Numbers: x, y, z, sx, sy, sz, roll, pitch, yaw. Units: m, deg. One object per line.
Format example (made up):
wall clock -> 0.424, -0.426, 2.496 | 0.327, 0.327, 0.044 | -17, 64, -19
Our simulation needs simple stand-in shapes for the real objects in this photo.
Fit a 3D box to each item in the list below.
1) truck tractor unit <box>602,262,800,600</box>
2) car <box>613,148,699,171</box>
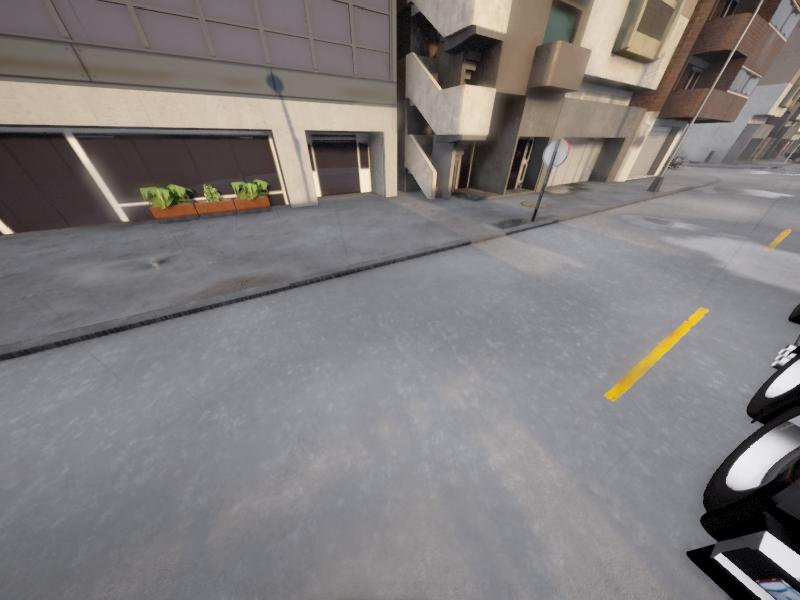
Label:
truck tractor unit -> 5.107, -0.305, 0.786 | 6.516, 4.208, 3.053 | -18, 39, -24
car -> 24.806, -13.908, 22.726 | 2.152, 1.651, 5.027 | -15, 38, -21
